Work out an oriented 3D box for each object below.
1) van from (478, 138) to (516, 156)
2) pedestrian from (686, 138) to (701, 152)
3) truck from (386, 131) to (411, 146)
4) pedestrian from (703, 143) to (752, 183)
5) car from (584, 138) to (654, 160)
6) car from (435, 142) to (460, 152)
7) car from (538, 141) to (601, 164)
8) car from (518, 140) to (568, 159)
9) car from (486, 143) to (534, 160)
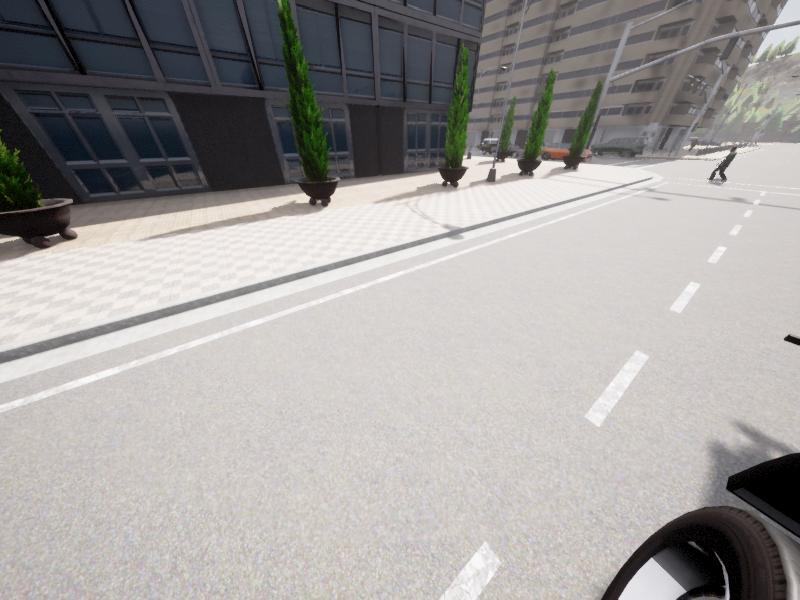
[{"bbox_3d":[13.880,-22.155,33.404,2.069,2.038,4.480,-22,40,-28],"label":"van"},{"bbox_3d":[45.691,-24.166,35.982,0.751,1.860,0.751,-29,44,-34],"label":"pedestrian"},{"bbox_3d":[-0.496,-55.703,79.671,8.468,3.827,2.891,-22,41,-28],"label":"truck"},{"bbox_3d":[18.585,-7.782,13.154,0.751,1.860,0.751,-21,40,-27],"label":"pedestrian"},{"bbox_3d":[26.590,-18.674,28.370,2.150,2.045,5.566,-22,41,-27],"label":"car"},{"bbox_3d":[9.031,-29.505,44.390,1.812,1.442,4.674,-22,40,-28],"label":"car"},{"bbox_3d":[17.503,-15.464,24.094,2.097,1.767,4.553,-21,40,-27],"label":"car"},{"bbox_3d":[17.730,-18.881,28.870,1.932,1.855,4.605,-22,40,-28],"label":"car"},{"bbox_3d":[13.575,-18.638,28.873,2.128,1.511,4.902,-22,40,-27],"label":"car"}]
